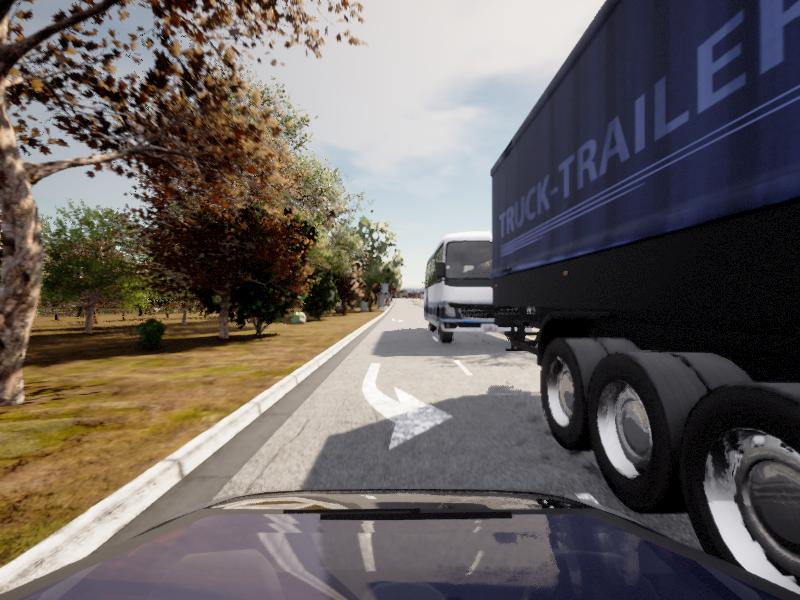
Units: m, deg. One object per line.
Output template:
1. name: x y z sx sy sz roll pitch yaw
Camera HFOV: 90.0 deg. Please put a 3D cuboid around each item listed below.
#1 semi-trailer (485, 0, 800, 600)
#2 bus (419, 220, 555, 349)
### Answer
1. semi-trailer: 2.994 -0.617 0.541 2.717 4.402 14.254 0 0 0
2. bus: 3.135 -0.484 18.353 3.944 4.253 10.273 0 0 0
